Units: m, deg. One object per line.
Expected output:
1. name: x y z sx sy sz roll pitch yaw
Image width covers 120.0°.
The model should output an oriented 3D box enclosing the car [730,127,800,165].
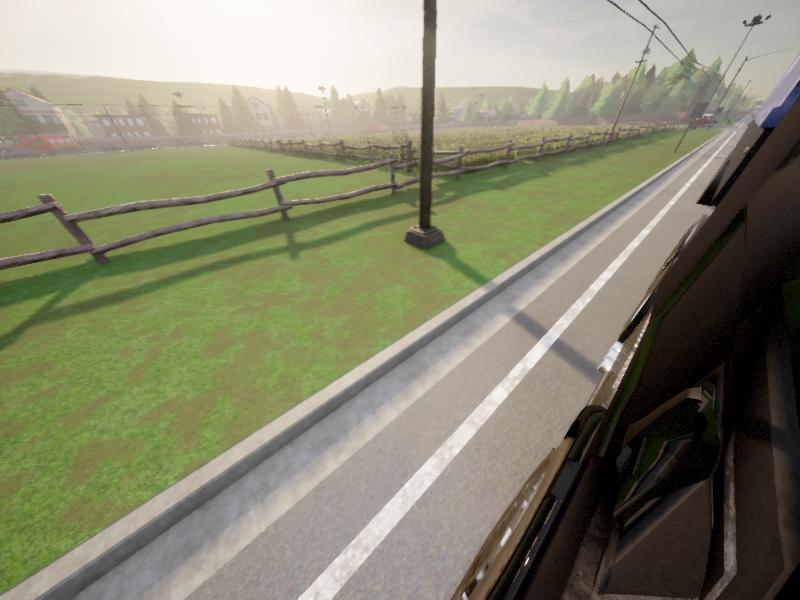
1. car: 20.207 -8.499 12.610 4.181 1.385 1.994 -28 44 -30

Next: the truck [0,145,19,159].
1. truck: -80.145 -28.389 44.620 6.274 2.098 2.390 -28 44 -30

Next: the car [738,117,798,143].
1. car: 32.745 -15.293 20.709 5.027 1.651 2.152 -28 44 -30

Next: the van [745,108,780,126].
1. van: 65.349 -33.027 41.728 6.366 2.431 2.351 -28 44 -30

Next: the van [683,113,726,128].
1. van: 55.206 -32.526 42.001 2.069 2.038 4.480 5 37 10

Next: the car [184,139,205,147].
1. car: -55.401 -42.400 62.300 3.988 1.617 1.851 -28 44 -30

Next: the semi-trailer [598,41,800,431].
1. semi-trailer: 8.696 -3.605 4.235 14.254 4.402 2.717 -28 44 -30

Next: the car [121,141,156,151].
1. car: -60.618 -35.798 53.712 5.238 1.638 1.930 -28 44 -30

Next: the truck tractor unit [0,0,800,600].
1. truck tractor unit: 2.645 -0.295 0.352 6.516 4.208 3.053 -28 44 -30

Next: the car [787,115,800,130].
1. car: 51.606 -22.580 29.369 3.633 1.501 1.845 -28 44 -30

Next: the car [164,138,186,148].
1. car: -62.044 -43.334 63.664 3.866 1.878 1.905 -28 44 -30

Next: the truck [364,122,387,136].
1. truck: -9.393 -66.530 89.796 8.468 3.827 2.891 -28 44 -30

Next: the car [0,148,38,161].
1. car: -71.841 -27.086 42.851 4.611 1.667 2.242 -28 44 -30

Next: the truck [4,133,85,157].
1. truck: -76.490 -33.767 50.133 8.468 3.827 2.891 -28 44 -30
